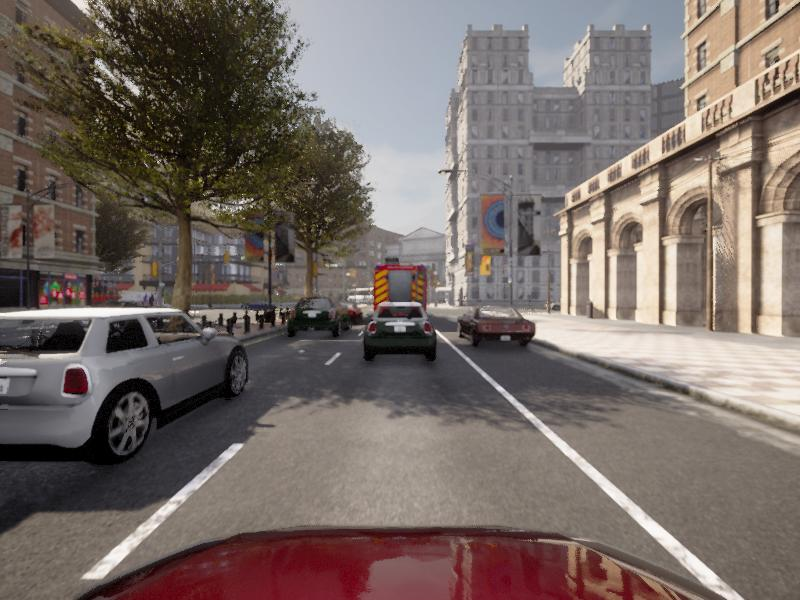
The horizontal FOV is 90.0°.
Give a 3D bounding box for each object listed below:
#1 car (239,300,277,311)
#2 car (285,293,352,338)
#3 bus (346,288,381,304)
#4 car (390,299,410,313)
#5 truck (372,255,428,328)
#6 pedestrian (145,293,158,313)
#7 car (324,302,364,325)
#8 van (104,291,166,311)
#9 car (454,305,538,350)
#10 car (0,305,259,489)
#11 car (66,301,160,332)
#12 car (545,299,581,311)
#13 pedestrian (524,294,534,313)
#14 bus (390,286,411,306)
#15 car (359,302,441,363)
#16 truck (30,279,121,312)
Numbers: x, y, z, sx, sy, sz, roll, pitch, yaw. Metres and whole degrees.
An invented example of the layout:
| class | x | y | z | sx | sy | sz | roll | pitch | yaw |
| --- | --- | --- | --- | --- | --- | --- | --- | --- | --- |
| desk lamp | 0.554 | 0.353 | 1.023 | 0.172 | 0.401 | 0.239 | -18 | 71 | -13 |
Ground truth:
| class | x | y | z | sx | sy | sz | roll | pitch | yaw |
| --- | --- | --- | --- | --- | --- | --- | --- | --- | --- |
| car | -18.164 | 0.669 | 51.350 | 4.181 | 1.385 | 1.994 | 0 | 0 | 0 |
| car | -3.498 | 0.611 | 18.037 | 2.097 | 1.767 | 4.553 | 0 | 0 | 0 |
| bus | -10.054 | -1.041 | 108.999 | 10.273 | 4.253 | 3.944 | 0 | 0 | 45 |
| car | 0.005 | 0.631 | 44.405 | 2.128 | 1.511 | 4.902 | 0 | 0 | 0 |
| truck | 0.007 | -0.439 | 25.065 | 2.891 | 3.827 | 8.468 | 0 | 0 | 0 |
| pedestrian | -23.130 | 0.312 | 37.266 | 0.751 | 1.860 | 0.751 | 0 | 0 | 1 |
| car | -3.497 | 0.824 | 25.790 | 1.895 | 1.301 | 4.718 | 0 | 0 | 0 |
| van | -33.886 | 0.139 | 51.255 | 6.366 | 2.431 | 2.351 | 0 | 0 | 0 |
| car | 3.251 | 0.871 | 14.532 | 1.895 | 1.301 | 4.718 | 0 | 0 | 0 |
| car | -3.504 | 0.829 | 5.226 | 1.970 | 1.475 | 3.806 | 0 | 0 | 0 |
| car | -14.921 | 0.771 | 21.172 | 1.812 | 1.442 | 4.674 | 0 | 0 | -3 |
| car | 20.921 | 0.613 | 51.561 | 3.806 | 1.475 | 1.970 | 0 | 0 | 0 |
| pedestrian | 12.600 | 0.303 | 39.012 | 0.751 | 1.860 | 0.751 | 0 | 0 | 6 |
| bus | 0.255 | -0.970 | 94.771 | 3.944 | 4.253 | 10.273 | -1 | 1 | 6 |
| car | 0.001 | 0.799 | 11.632 | 1.970 | 1.475 | 3.806 | 0 | 0 | 0 |
| truck | -38.558 | -0.544 | 47.728 | 8.468 | 3.827 | 2.891 | 0 | 0 | 0 |
